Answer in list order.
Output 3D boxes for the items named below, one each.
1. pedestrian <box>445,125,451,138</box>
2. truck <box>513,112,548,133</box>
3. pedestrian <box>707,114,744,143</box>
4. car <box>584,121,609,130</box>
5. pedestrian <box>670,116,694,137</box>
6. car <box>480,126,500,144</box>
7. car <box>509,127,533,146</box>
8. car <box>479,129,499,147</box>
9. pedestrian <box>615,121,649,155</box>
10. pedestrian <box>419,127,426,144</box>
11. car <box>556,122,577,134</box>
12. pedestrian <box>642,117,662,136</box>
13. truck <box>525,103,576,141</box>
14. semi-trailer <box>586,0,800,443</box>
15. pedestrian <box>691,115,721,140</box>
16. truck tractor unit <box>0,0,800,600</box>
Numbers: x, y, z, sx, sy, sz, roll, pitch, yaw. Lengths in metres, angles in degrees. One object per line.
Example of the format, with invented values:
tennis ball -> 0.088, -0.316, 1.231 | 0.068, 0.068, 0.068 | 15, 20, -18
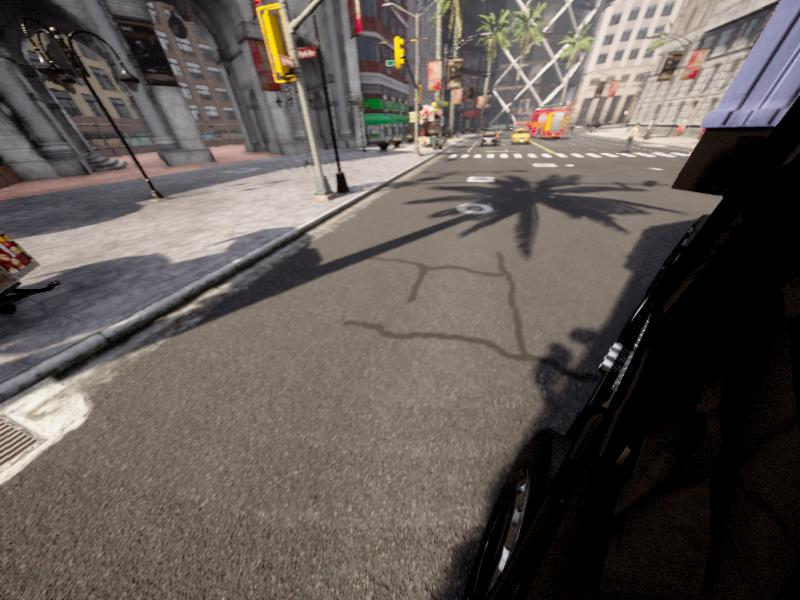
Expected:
pedestrian -> 9.324, -32.669, 44.790 | 0.751, 1.860, 0.751 | 17, 41, 24
truck -> 31.855, -43.260, 56.253 | 8.468, 3.827, 2.891 | -26, 43, -28
pedestrian -> 26.988, -14.235, 19.195 | 0.751, 1.860, 0.751 | 7, 38, 12
car -> 48.650, -43.324, 57.305 | 4.892, 1.490, 1.837 | -12, 38, -13
pedestrian -> 31.002, -19.087, 25.429 | 0.751, 1.860, 0.751 | 10, 39, 17
car -> 12.384, -22.737, 31.725 | 2.097, 1.767, 4.553 | 9, 38, 15
car -> 14.517, -19.824, 27.897 | 1.801, 1.575, 5.366 | 9, 38, 15
car -> 10.399, -18.923, 26.957 | 1.789, 1.549, 3.705 | 9, 38, 15
pedestrian -> 16.278, -11.396, 16.288 | 0.751, 1.860, 0.751 | 3, 37, 7
pedestrian -> 3.130, -22.816, 32.019 | 0.751, 1.860, 0.751 | 11, 39, 17
car -> 33.967, -35.054, 47.029 | 2.152, 1.651, 5.027 | 27, 46, 33
pedestrian -> 31.393, -21.609, 28.768 | 0.751, 1.860, 0.751 | 10, 39, 16
truck -> 21.411, -25.829, 33.628 | 2.891, 3.827, 8.468 | 4, 37, 10
semi-trailer -> 9.889, -2.269, 2.389 | 14.254, 4.402, 2.717 | -11, 37, -11
pedestrian -> 29.226, -16.525, 22.117 | 0.751, 1.860, 0.751 | 11, 39, 17
truck tractor unit -> 2.645, -0.295, 0.351 | 6.516, 4.208, 3.053 | -28, 44, -30
